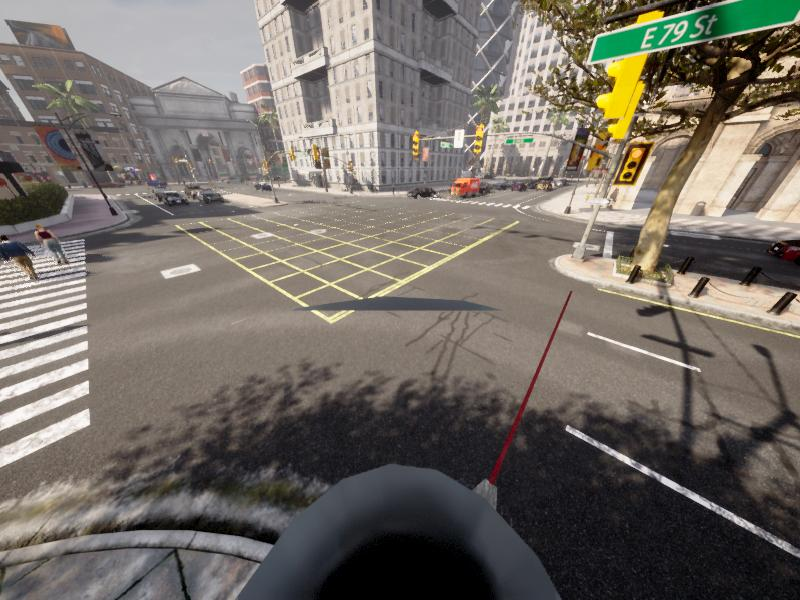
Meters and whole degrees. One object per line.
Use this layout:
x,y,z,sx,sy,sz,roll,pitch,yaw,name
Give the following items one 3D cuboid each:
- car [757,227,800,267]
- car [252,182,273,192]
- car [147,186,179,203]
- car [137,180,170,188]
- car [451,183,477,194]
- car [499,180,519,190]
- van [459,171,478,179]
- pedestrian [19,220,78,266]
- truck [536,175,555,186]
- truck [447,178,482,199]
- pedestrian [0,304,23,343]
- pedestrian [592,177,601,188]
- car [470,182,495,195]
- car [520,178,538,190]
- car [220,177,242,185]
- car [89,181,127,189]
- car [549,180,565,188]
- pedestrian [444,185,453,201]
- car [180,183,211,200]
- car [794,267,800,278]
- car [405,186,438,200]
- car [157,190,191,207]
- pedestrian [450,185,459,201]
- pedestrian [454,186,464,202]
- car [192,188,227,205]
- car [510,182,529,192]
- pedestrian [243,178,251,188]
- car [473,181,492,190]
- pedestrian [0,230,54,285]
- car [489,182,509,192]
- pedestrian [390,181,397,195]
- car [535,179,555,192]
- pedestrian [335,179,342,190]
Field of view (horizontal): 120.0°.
20.099,-2.053,10.194,4.181,1.385,1.994,23,37,34,car
-26.227,-21.647,44.022,3.806,1.475,1.970,23,37,34,car
-32.069,-14.368,31.251,5.238,1.638,1.930,23,37,34,car
-54.952,-26.005,51.604,4.674,1.442,1.812,-7,31,-11,car
11.546,-20.115,41.452,2.033,1.411,5.357,23,37,34,car
22.817,-24.121,48.304,2.163,1.488,4.792,23,37,34,car
25.557,-46.596,86.276,6.366,2.431,2.351,18,35,28,van
-16.094,-2.627,10.647,0.751,1.860,0.751,23,37,34,pedestrian
35.861,-29.371,56.779,2.390,2.098,6.274,23,37,34,truck
9.671,-16.725,34.505,2.627,2.467,5.204,23,37,34,truck
-10.804,0.226,5.706,0.751,1.860,0.751,25,38,36,pedestrian
41.461,-24.815,48.774,0.751,1.860,0.751,-26,39,-37,pedestrian
14.079,-19.007,39.286,1.930,1.638,5.238,23,37,34,car
26.168,-23.563,46.927,1.905,1.878,3.866,23,37,34,car
-44.758,-31.648,61.293,1.851,1.617,3.988,18,34,28,car
-61.376,-24.230,48.677,4.718,1.301,1.895,-22,37,-33,car
34.935,-25.758,51.324,1.895,1.301,4.718,23,37,34,car
6.455,-14.251,30.780,0.751,1.860,0.751,26,39,37,pedestrian
-29.341,-15.610,33.164,4.605,1.855,1.932,23,37,34,car
18.275,-0.610,7.532,4.974,1.542,2.038,23,37,34,car
3.160,-15.506,33.373,4.892,1.490,1.837,-23,38,-35,car
-26.955,-12.141,27.558,3.806,1.475,1.970,23,37,34,car
7.197,-14.124,30.561,0.751,1.860,0.751,16,34,26,pedestrian
7.554,-13.697,29.821,0.751,1.860,0.751,25,38,36,pedestrian
-24.565,-13.443,29.759,4.974,1.542,2.038,23,37,34,car
22.317,-21.118,43.108,1.816,1.474,4.193,23,37,34,car
-33.244,-25.442,50.163,0.751,1.860,0.751,23,37,34,pedestrian
16.830,-23.253,46.913,1.994,1.385,4.181,22,37,33,car
-14.845,-1.674,8.996,0.751,1.860,0.751,24,38,35,pedestrian
19.019,-21.834,44.455,1.994,1.385,4.181,23,37,34,car
-1.030,-17.811,36.641,0.751,1.860,0.751,21,36,32,pedestrian
27.177,-21.452,43.283,1.932,1.855,4.605,23,37,34,car
-11.648,-22.090,44.053,0.751,1.860,0.751,25,38,36,pedestrian
